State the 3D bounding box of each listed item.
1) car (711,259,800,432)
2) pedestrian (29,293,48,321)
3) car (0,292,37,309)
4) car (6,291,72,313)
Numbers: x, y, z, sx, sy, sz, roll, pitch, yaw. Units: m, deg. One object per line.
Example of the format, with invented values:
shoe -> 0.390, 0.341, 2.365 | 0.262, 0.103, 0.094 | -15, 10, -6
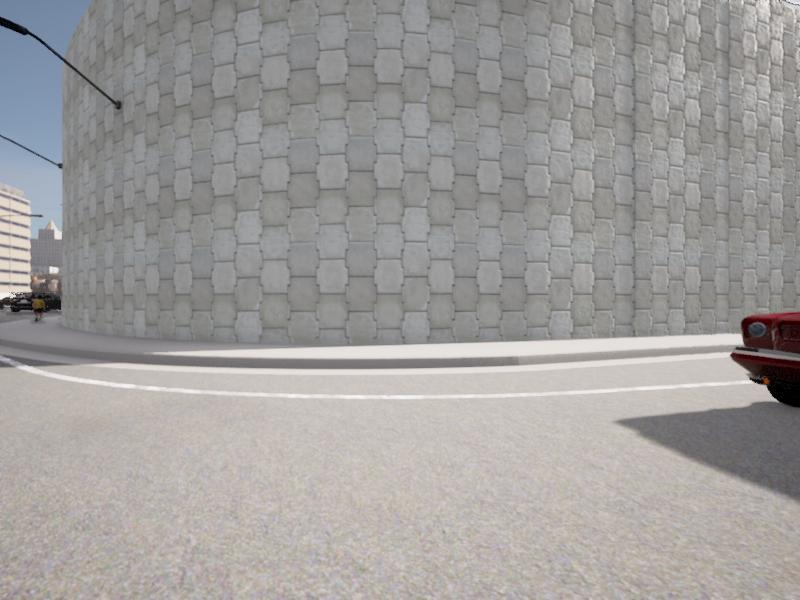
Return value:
car -> 5.377, 0.342, 3.270 | 4.718, 1.301, 1.895 | 0, 0, -12
pedestrian -> -14.316, 0.274, 15.861 | 0.500, 1.100, 0.500 | 0, 0, -37
car -> -43.849, 0.072, 45.761 | 1.905, 1.878, 3.866 | 0, 0, -14
car -> -29.869, 0.173, 33.353 | 2.242, 1.667, 4.611 | 0, 0, -15
